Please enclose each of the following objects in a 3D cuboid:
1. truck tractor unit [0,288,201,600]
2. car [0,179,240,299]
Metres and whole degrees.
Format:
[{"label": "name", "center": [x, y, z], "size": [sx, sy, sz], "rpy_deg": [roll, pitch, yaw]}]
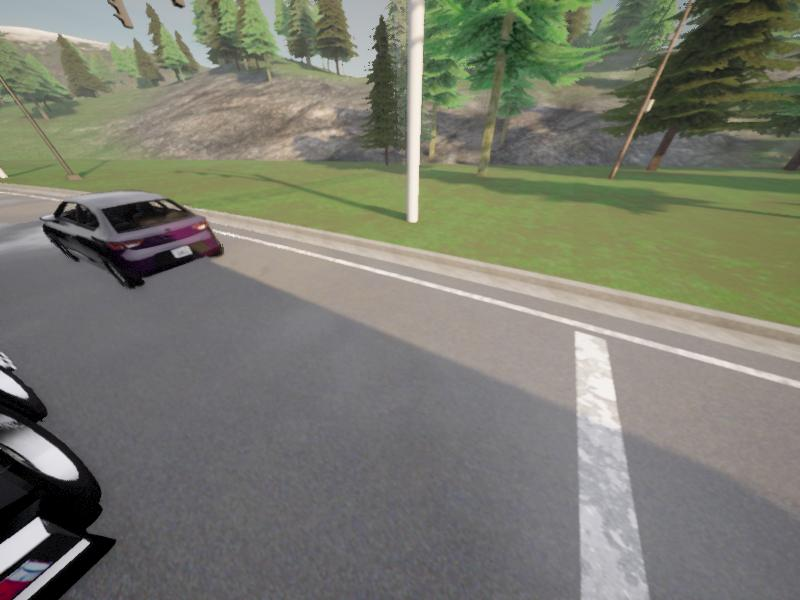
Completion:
[{"label": "truck tractor unit", "center": [-5.162, -0.245, 0.717], "size": [6.516, 4.208, 3.053], "rpy_deg": [16, 39, 22]}, {"label": "car", "center": [-6.039, -1.609, 5.096], "size": [4.193, 1.474, 1.816], "rpy_deg": [16, 38, 22]}]
